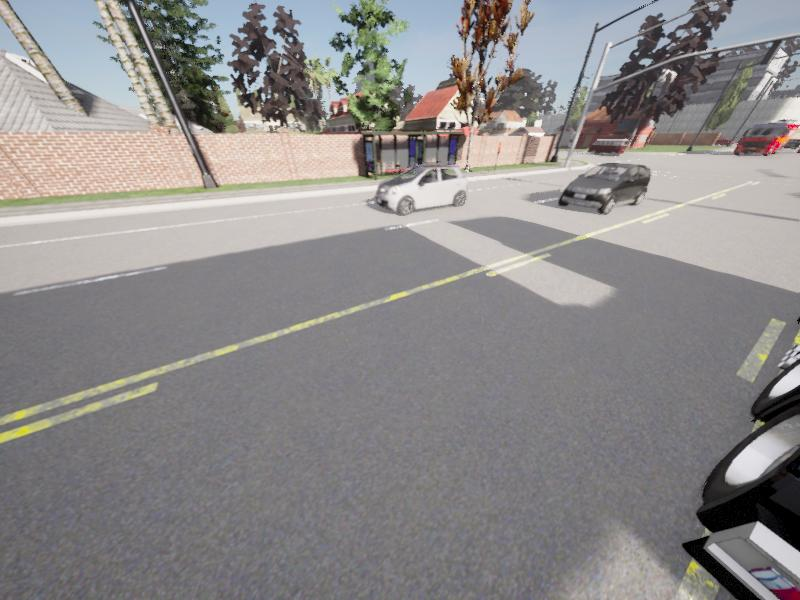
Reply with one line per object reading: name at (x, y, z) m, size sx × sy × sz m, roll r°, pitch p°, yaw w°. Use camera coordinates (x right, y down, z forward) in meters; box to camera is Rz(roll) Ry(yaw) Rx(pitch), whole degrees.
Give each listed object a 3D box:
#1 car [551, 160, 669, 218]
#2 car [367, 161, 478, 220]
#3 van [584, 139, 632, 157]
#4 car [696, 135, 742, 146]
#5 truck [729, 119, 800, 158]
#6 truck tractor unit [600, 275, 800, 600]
car at (8.184, -4.483, 9.096) m, size 3.705 × 1.549 × 1.789 m, roll -18°, pitch 39°, yaw -24°
car at (0.842, -4.352, 8.912) m, size 3.633 × 1.501 × 1.845 m, roll -18°, pitch 39°, yaw -24°
van at (30.413, -22.443, 33.991) m, size 1.775 × 1.987 × 4.442 m, roll -20°, pitch 40°, yaw -25°
car at (73.180, -36.710, 53.176) m, size 2.150 × 2.045 × 5.566 m, roll -19°, pitch 39°, yaw -24°
truck at (48.393, -21.314, 30.438) m, size 8.468 × 3.827 × 2.891 m, roll -19°, pitch 39°, yaw -23°
truck tractor unit at (5.124, -0.289, 0.746) m, size 6.516 × 4.208 × 3.053 m, roll -18°, pitch 39°, yaw -23°
